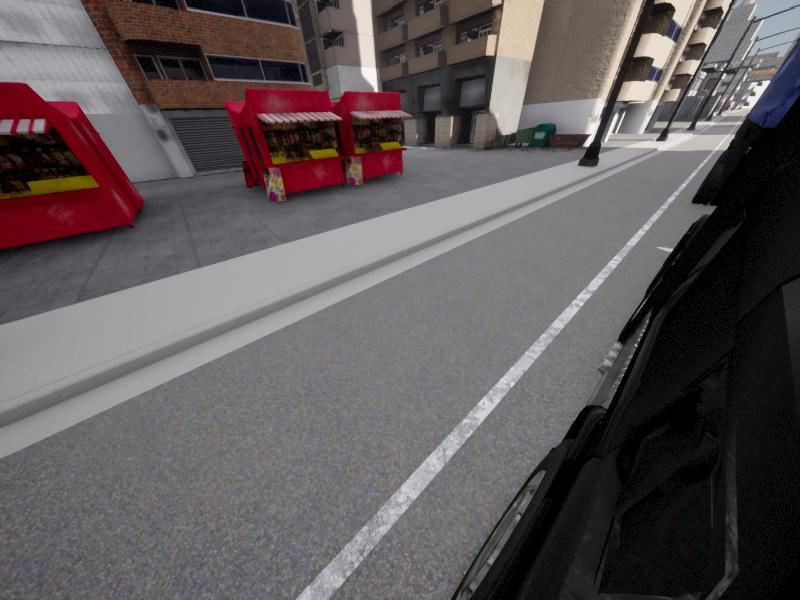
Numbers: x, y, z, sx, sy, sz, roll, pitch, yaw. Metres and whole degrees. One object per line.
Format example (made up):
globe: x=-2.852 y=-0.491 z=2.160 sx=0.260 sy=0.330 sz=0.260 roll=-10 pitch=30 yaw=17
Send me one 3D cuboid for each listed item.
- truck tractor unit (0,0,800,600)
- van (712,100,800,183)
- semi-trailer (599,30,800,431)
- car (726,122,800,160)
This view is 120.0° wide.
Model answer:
truck tractor unit: x=2.645 y=-0.295 z=0.351 sx=6.516 sy=4.208 sz=3.053 roll=-28 pitch=44 yaw=-30
van: x=16.397 y=-6.997 z=9.962 sx=6.366 sy=2.431 sz=2.351 roll=-28 pitch=44 yaw=-30
semi-trailer: x=8.635 y=-3.647 z=4.288 sx=14.254 sy=4.402 sz=2.717 roll=-29 pitch=44 yaw=-30
car: x=22.055 y=-9.673 z=13.940 sx=4.902 sy=1.511 sz=2.128 roll=-28 pitch=44 yaw=-30
